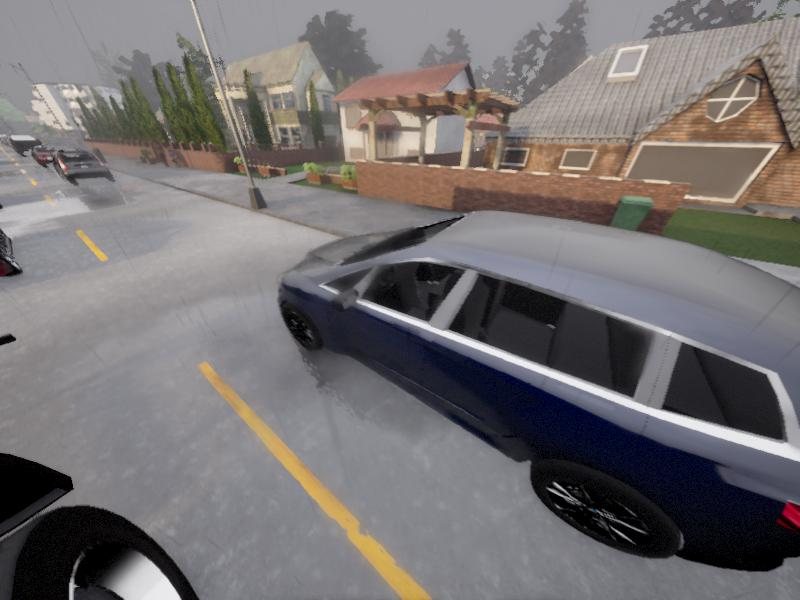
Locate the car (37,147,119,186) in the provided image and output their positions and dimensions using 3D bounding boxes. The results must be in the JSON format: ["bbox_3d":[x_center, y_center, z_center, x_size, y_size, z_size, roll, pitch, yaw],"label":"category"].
[{"bbox_3d":[-18.660,-7.828,13.415,3.988,1.617,1.851,22,41,28],"label":"car"}]

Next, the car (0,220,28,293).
[{"bbox_3d":[-9.079,-1.056,4.125,4.181,1.385,1.994,22,41,28],"label":"car"}]

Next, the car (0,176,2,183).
[{"bbox_3d":[-24.919,-7.522,12.988,4.514,1.525,2.007,22,41,28],"label":"car"}]

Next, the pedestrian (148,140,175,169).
[{"bbox_3d":[-18.339,-11.224,17.788,0.751,1.860,0.751,-29,45,-35],"label":"pedestrian"}]

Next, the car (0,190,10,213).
[{"bbox_3d":[-16.225,-4.007,8.096,4.514,1.525,2.007,22,41,28],"label":"car"}]

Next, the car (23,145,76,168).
[{"bbox_3d":[-30.636,-12.612,20.187,4.193,1.474,1.816,22,41,28],"label":"car"}]

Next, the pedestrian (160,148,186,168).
[{"bbox_3d":[-17.830,-11.168,18.200,0.751,1.300,0.751,-7,36,-10],"label":"pedestrian"}]

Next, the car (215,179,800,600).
[{"bbox_3d":[0.625,-0.058,2.546,4.611,1.667,2.242,22,41,28],"label":"car"}]

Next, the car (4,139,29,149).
[{"bbox_3d":[-75.498,-30.709,45.445,3.806,1.475,1.970,22,41,28],"label":"car"}]

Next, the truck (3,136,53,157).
[{"bbox_3d":[-47.345,-19.621,29.408,6.274,2.098,2.390,22,41,28],"label":"truck"}]
